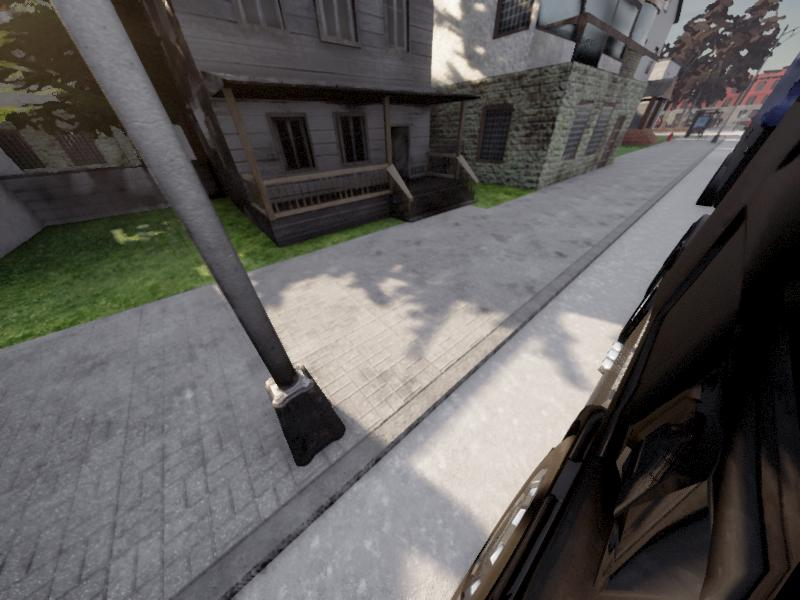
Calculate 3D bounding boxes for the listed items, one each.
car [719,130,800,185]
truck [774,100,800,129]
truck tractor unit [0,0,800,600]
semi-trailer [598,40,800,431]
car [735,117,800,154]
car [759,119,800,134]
[{"bbox_3d":[16.126,-6.296,9.962,4.902,1.511,2.128,-28,44,-30],"label":"car"},{"bbox_3d":[71.620,-33.330,41.502,8.468,3.827,2.891,-28,44,-30],"label":"truck"},{"bbox_3d":[2.645,-0.295,0.351,6.516,4.208,3.053,-28,44,-30],"label":"truck tractor unit"},{"bbox_3d":[8.700,-3.583,4.258,14.254,4.402,2.717,-28,44,-30],"label":"semi-trailer"},{"bbox_3d":[26.520,-11.911,16.667,4.605,1.855,1.932,-28,44,-30],"label":"car"},{"bbox_3d":[52.590,-23.494,31.216,4.892,1.490,1.837,-6,37,-5],"label":"car"}]
